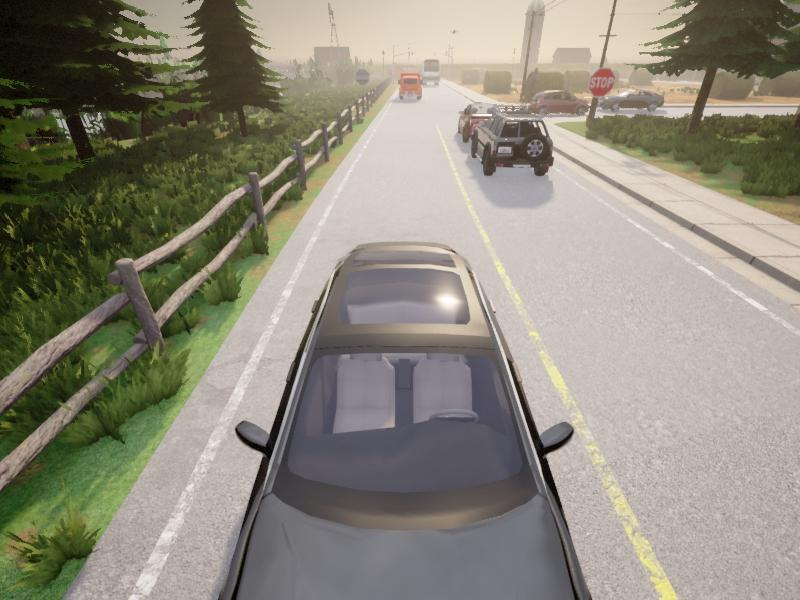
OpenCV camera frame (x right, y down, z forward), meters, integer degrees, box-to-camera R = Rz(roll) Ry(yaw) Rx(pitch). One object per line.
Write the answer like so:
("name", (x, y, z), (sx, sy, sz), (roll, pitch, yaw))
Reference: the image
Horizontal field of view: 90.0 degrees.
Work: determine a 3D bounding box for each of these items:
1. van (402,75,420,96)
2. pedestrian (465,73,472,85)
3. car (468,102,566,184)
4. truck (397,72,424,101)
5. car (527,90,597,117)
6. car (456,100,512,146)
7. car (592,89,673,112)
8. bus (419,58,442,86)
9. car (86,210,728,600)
("van", (1.295, -25.980, 48.475), (2.069, 2.038, 4.480), (1, 31, 1))
("pedestrian", (12.360, -40.093, 72.496), (0.751, 1.860, 0.751), (-22, 37, -33))
("car", (3.647, -5.438, 13.460), (1.932, 1.855, 4.605), (1, 30, 1))
("truck", (1.098, -22.808, 42.619), (2.627, 2.467, 5.204), (1, 31, 1))
("car", (11.400, -13.984, 28.441), (3.988, 1.617, 1.851), (0, 30, 0))
("car", (3.868, -8.580, 19.191), (2.007, 1.525, 4.514), (2, 30, 3))
("car", (18.223, -15.777, 31.611), (4.902, 1.511, 2.128), (-1, 30, -1))
("bus", (5.634, -43.350, 76.041), (3.944, 4.253, 10.273), (1, 30, 1))
("car", (0.030, 0.759, 3.240), (2.128, 1.511, 4.902), (0, 30, 0))
